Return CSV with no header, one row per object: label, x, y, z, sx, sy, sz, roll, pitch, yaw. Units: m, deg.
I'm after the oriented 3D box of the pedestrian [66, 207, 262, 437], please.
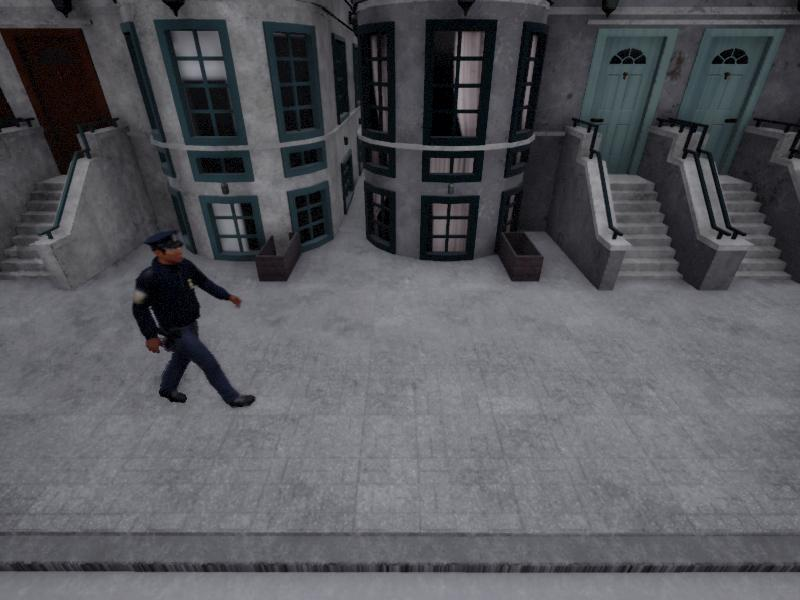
pedestrian,-1.893,0.227,3.519,0.751,1.860,0.751,4,31,7
